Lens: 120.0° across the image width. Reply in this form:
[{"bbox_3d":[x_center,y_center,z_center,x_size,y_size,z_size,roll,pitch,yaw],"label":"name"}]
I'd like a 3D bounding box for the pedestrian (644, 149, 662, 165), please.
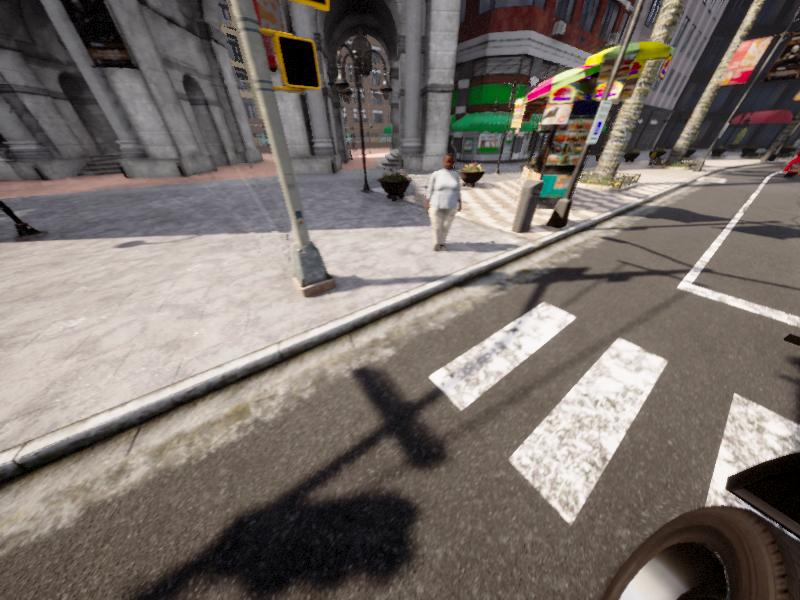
[{"bbox_3d":[21.802,-12.322,19.915,0.500,1.100,0.500,-8,36,-11],"label":"pedestrian"}]

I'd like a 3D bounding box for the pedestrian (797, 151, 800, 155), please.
[{"bbox_3d":[50.846,-19.141,28.673,0.751,1.860,0.751,-21,40,-27],"label":"pedestrian"}]

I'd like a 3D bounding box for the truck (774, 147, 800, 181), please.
[{"bbox_3d":[27.684,-9.533,13.860,8.468,3.827,2.891,-17,39,-23],"label":"truck"}]

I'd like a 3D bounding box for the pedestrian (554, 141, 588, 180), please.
[{"bbox_3d":[9.804,-8.055,13.311,0.751,1.860,0.751,-21,40,-26],"label":"pedestrian"}]

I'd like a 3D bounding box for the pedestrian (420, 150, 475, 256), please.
[{"bbox_3d":[0.872,-1.915,4.688,0.751,1.860,0.751,-2,35,-2],"label":"pedestrian"}]
